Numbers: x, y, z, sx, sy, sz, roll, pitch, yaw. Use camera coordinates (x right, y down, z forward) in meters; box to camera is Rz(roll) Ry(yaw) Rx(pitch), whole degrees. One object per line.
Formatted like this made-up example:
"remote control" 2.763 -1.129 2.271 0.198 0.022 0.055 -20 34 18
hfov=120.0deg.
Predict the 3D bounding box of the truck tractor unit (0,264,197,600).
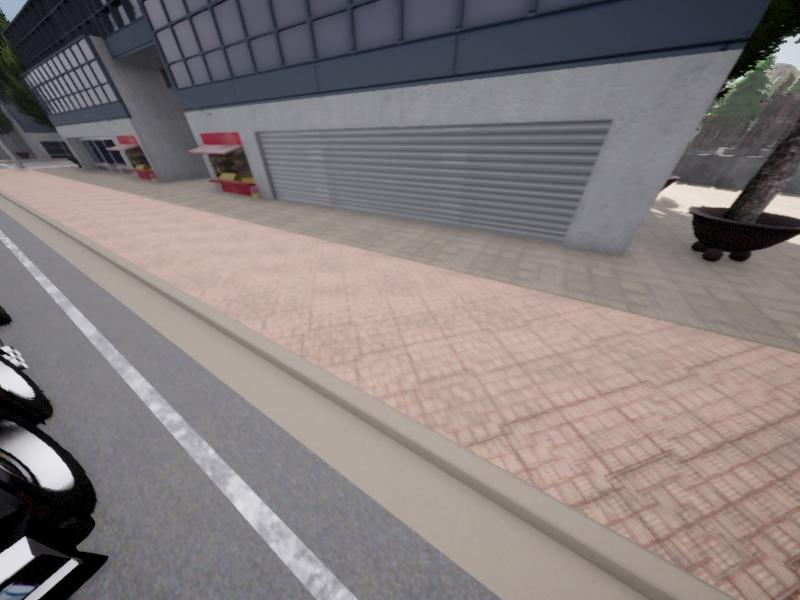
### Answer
"truck tractor unit" -5.119 -0.290 0.786 6.516 4.208 3.053 18 39 24

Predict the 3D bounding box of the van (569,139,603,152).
"van" 35.168 -29.305 43.815 1.775 1.987 4.442 -26 42 -32
